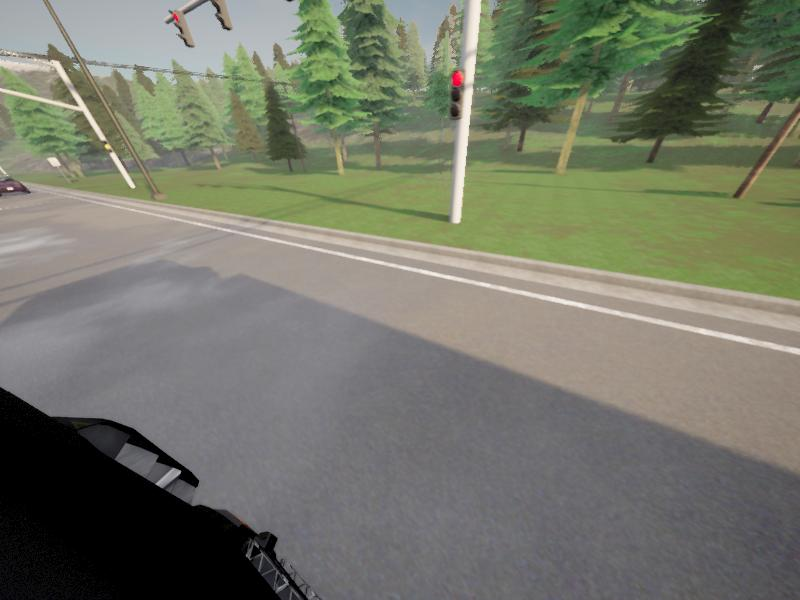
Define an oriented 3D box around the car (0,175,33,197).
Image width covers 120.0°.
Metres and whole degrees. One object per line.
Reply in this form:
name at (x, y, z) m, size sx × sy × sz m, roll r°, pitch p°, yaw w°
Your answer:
car at (-35.503, -10.300, 20.768) m, size 4.193 × 1.474 × 1.816 m, roll 16°, pitch 38°, yaw 26°
